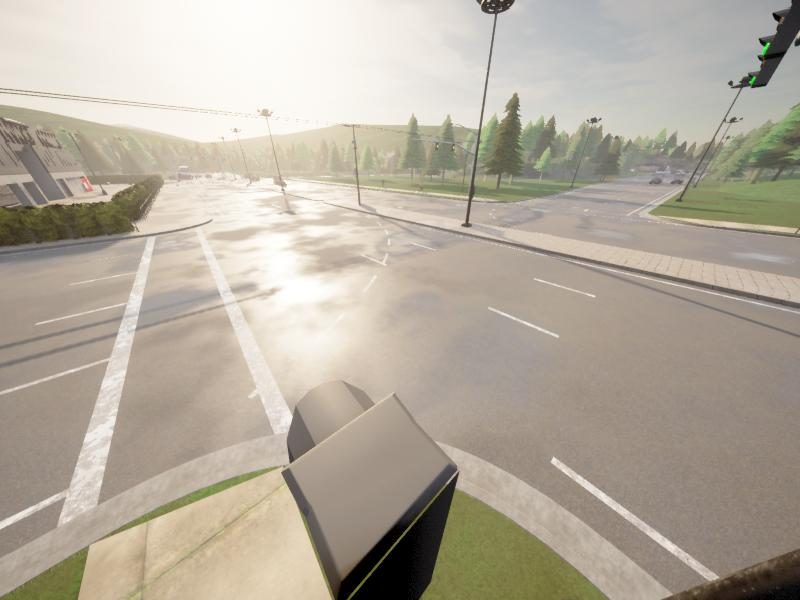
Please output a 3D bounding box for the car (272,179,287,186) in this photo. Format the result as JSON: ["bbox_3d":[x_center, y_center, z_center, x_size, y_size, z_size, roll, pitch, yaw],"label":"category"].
[{"bbox_3d":[-29.995,-29.188,57.293,1.994,1.385,4.181,-23,37,-34],"label":"car"}]

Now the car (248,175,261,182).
[{"bbox_3d":[-46.582,-38.900,73.861,2.152,1.651,5.027,-23,37,-34],"label":"car"}]

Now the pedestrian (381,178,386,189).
[{"bbox_3d":[-3.369,-23.500,46.595,0.751,1.860,0.751,-22,37,-33],"label":"pedestrian"}]

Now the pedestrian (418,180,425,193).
[{"bbox_3d":[3.701,-19.196,39.141,0.751,1.860,0.751,-22,37,-33],"label":"pedestrian"}]

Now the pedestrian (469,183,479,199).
[{"bbox_3d":[10.291,-15.172,32.170,0.751,1.860,0.751,-22,36,-33],"label":"pedestrian"}]
